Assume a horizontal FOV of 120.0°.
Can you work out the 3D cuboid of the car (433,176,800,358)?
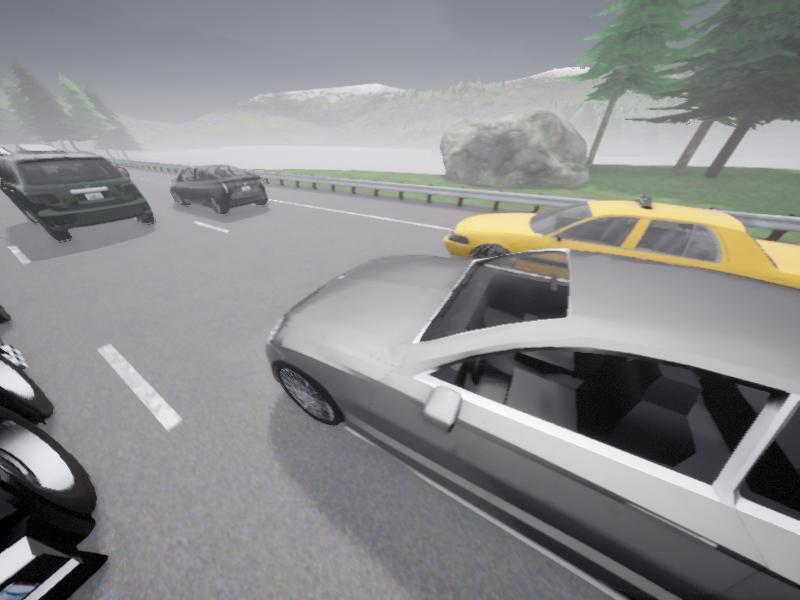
[{"bbox_3d":[3.494,-1.026,4.068,5.366,1.575,1.801,18,39,24],"label":"car"}]

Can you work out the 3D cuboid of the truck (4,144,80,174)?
[{"bbox_3d":[-33.488,-13.317,21.606,6.274,2.098,2.390,18,39,25],"label":"truck"}]

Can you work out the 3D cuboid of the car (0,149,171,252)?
[{"bbox_3d":[-10.252,-3.394,7.187,5.566,2.045,2.150,19,39,25],"label":"car"}]

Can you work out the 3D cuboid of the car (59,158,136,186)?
[{"bbox_3d":[-20.443,-8.726,15.597,4.718,1.301,1.895,18,39,24],"label":"car"}]

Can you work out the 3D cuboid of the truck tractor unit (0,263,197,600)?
[{"bbox_3d":[-5.115,-0.296,0.782,6.516,4.208,3.053,18,39,24],"label":"truck tractor unit"}]

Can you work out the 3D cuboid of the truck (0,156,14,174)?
[{"bbox_3d":[-37.155,-12.354,19.932,5.204,2.467,2.627,18,39,24],"label":"truck"}]

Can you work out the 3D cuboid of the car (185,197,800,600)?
[{"bbox_3d":[1.193,0.516,1.834,5.027,1.651,2.152,18,39,24],"label":"car"}]

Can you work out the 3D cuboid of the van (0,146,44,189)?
[{"bbox_3d":[-24.884,-8.178,14.185,4.480,2.038,2.069,17,39,25],"label":"van"}]

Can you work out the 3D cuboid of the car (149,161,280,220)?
[{"bbox_3d":[-7.416,-4.566,9.299,4.514,1.525,2.007,18,39,24],"label":"car"}]
